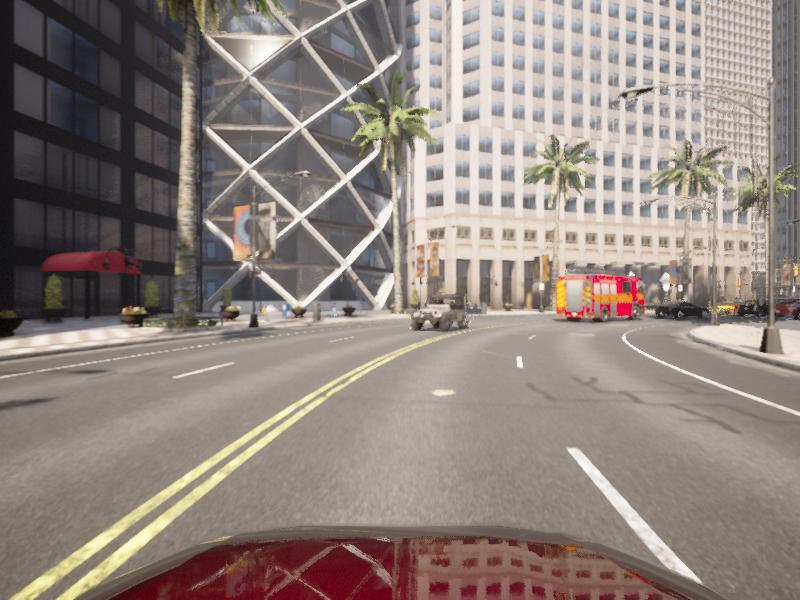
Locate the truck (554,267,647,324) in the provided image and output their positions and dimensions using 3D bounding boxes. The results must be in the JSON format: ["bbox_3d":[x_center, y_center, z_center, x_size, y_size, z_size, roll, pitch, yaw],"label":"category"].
[{"bbox_3d":[15.567,-0.310,30.750,8.468,3.827,2.891,0,0,-37],"label":"truck"}]

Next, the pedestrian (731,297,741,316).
[{"bbox_3d":[33.153,0.657,39.456,0.751,1.860,0.751,0,0,-45],"label":"pedestrian"}]

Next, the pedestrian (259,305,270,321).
[{"bbox_3d":[-9.046,0.860,26.705,0.500,1.100,0.500,0,0,35],"label":"pedestrian"}]

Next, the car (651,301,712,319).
[{"bbox_3d":[24.656,0.861,35.017,4.892,1.490,1.837,0,0,-18],"label":"car"}]

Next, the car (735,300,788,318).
[{"bbox_3d":[34.158,0.809,37.821,3.988,1.617,1.851,0,0,-15],"label":"car"}]

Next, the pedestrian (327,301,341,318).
[{"bbox_3d":[-5.231,0.763,31.676,0.751,1.300,0.751,0,0,36],"label":"pedestrian"}]

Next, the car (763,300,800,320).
[{"bbox_3d":[33.846,0.801,33.749,5.027,1.651,2.152,0,0,-11],"label":"car"}]

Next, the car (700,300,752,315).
[{"bbox_3d":[37.468,0.823,45.927,5.366,1.575,1.801,0,0,-15],"label":"car"}]

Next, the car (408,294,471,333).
[{"bbox_3d":[2.197,0.648,21.220,1.905,1.878,3.866,0,0,30],"label":"car"}]
